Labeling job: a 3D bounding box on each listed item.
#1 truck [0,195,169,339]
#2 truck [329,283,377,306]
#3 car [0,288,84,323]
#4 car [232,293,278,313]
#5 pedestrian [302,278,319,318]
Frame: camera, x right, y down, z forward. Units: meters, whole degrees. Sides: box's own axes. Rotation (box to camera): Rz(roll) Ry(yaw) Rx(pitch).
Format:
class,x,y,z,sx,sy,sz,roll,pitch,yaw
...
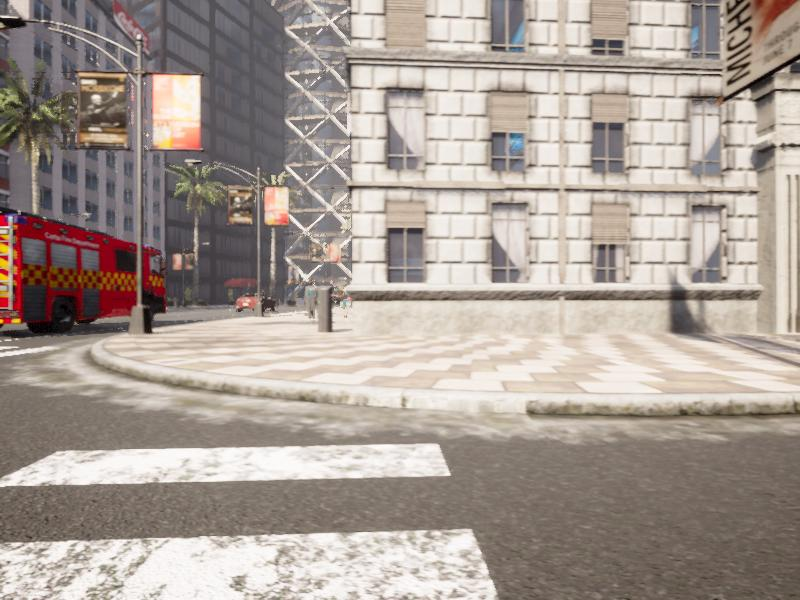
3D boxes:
class,x,y,z,sx,sy,sz,roll,pitch,yaw
truck,-12.077,-0.887,14.755,2.891,3.827,8.468,0,0,-6
truck,-8.210,-0.889,70.693,8.468,3.827,2.891,0,0,-43
car,-19.148,0.255,20.566,1.801,1.575,5.366,0,0,-3
car,-12.594,0.220,35.200,2.152,1.651,5.027,0,0,1
pedestrian,-4.269,-0.100,19.122,0.751,1.860,0.751,0,0,-9
